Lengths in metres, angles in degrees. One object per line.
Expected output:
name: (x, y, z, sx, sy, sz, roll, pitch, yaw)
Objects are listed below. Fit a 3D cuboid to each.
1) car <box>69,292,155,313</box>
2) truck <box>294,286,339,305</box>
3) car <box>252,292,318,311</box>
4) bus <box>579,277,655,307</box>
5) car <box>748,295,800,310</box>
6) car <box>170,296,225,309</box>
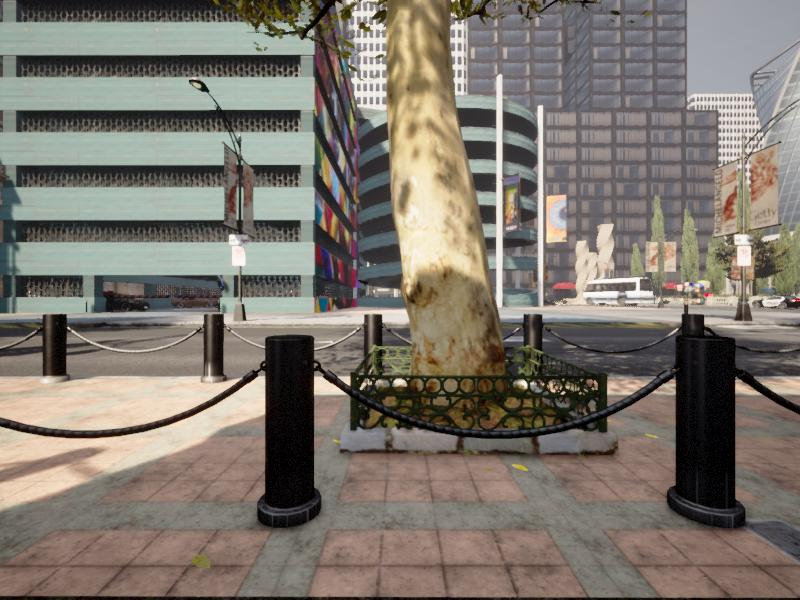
car: (-21.193, 0.157, 29.591, 4.786, 1.482, 2.161, 0, 0, 0)
truck: (-16.788, -0.924, 81.002, 8.468, 3.827, 2.891, 0, 0, 0)
car: (-9.593, 0.117, 33.684, 4.902, 1.511, 2.128, 0, 0, 0)
bus: (33.721, -1.138, 62.830, 3.944, 4.253, 10.273, 0, 0, -25)
car: (40.573, 0.225, 42.947, 2.038, 1.542, 4.974, 0, 0, 0)
car: (-20.752, 0.207, 41.191, 4.718, 1.301, 1.895, 0, 0, 0)
